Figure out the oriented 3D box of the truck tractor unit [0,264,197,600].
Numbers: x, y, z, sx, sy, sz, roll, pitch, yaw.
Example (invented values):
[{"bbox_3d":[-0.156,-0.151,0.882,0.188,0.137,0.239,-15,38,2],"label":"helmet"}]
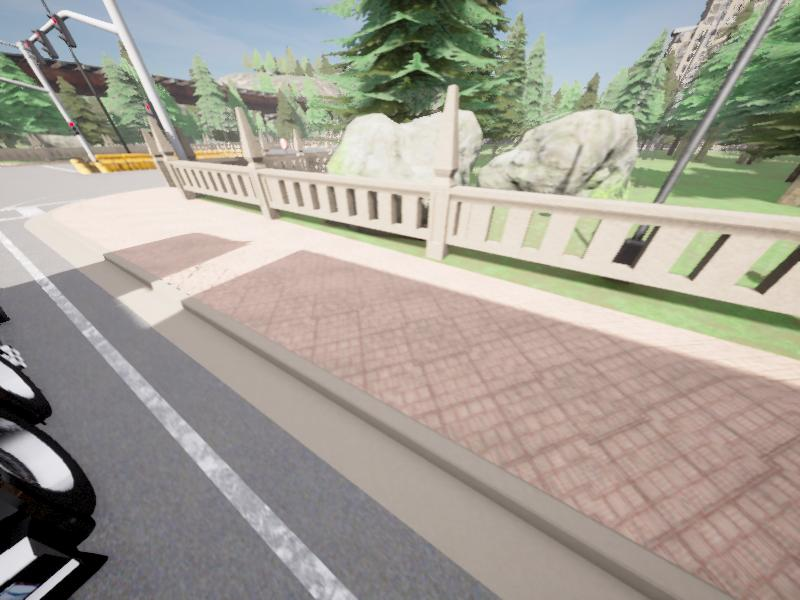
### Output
[{"bbox_3d":[-5.111,-0.302,0.779,6.516,4.208,3.053,18,39,24],"label":"truck tractor unit"}]
